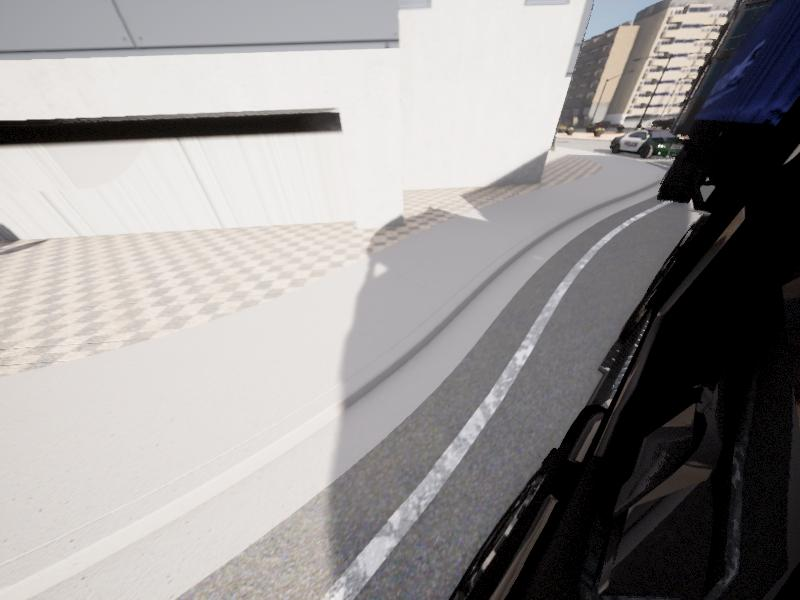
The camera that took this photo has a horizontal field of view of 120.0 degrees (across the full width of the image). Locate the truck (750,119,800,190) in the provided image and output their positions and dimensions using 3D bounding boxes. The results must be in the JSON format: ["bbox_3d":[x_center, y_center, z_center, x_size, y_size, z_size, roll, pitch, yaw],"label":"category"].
[{"bbox_3d":[17.687,-5.348,6.538,8.468,3.827,2.891,-2,37,1],"label":"truck"}]

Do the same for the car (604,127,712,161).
[{"bbox_3d":[16.447,-10.394,15.235,2.038,1.542,4.974,2,37,6],"label":"car"}]

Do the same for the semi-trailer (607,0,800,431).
[{"bbox_3d":[8.217,-3.892,4.655,2.717,4.402,14.254,28,47,34],"label":"semi-trailer"}]

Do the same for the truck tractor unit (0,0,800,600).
[{"bbox_3d":[2.645,-0.295,0.351,6.516,4.208,3.053,-28,44,-30],"label":"truck tractor unit"}]

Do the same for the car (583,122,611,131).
[{"bbox_3d":[49.240,-43.381,57.709,4.856,1.649,2.033,-3,37,-3],"label":"car"}]
